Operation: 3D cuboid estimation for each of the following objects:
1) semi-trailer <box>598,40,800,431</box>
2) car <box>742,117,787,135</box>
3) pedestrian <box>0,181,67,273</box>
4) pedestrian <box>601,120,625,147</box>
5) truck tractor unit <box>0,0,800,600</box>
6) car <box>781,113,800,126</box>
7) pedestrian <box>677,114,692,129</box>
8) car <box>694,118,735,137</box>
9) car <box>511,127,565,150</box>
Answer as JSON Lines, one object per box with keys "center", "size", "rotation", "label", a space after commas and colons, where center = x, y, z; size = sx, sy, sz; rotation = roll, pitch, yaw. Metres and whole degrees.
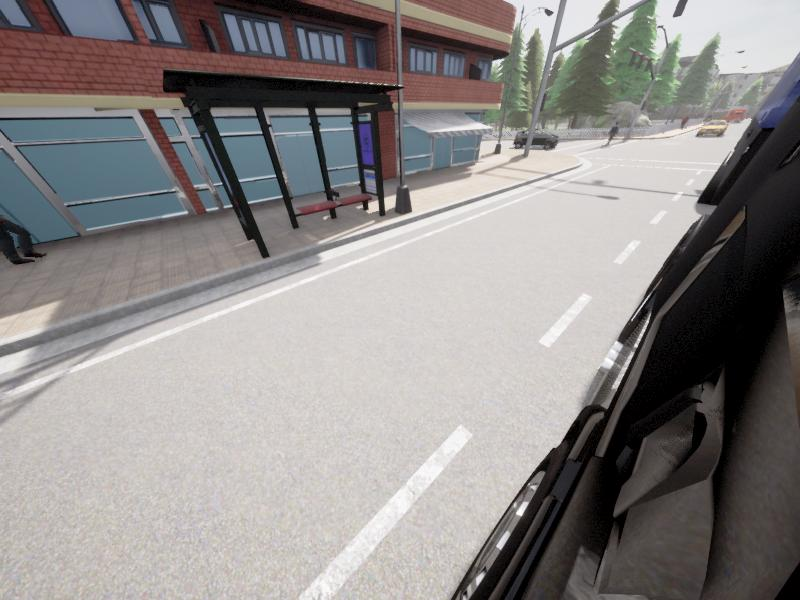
{"center": [8.692, -3.611, 4.229], "size": [14.254, 4.402, 2.717], "rotation": [-28, 44, -30], "label": "semi-trailer"}
{"center": [41.378, -19.868, 26.327], "size": [4.792, 1.488, 2.163], "rotation": [-28, 44, -30], "label": "car"}
{"center": [-7.867, -1.595, 4.423], "size": [0.751, 1.860, 0.751], "rotation": [-29, 44, -30], "label": "pedestrian"}
{"center": [18.736, -14.652, 20.354], "size": [0.751, 1.860, 0.751], "rotation": [-27, 43, -28], "label": "pedestrian"}
{"center": [2.645, -0.295, 0.351], "size": [6.516, 4.208, 3.053], "rotation": [-28, 44, -30], "label": "truck tractor unit"}
{"center": [63.280, -28.821, 36.852], "size": [5.008, 1.535, 1.882], "rotation": [-29, 44, -30], "label": "car"}
{"center": [45.355, -28.361, 36.807], "size": [0.751, 1.860, 0.751], "rotation": [-28, 44, -30], "label": "pedestrian"}
{"center": [35.621, -19.537, 26.166], "size": [5.366, 1.575, 1.801], "rotation": [-27, 43, -29], "label": "car"}
{"center": [12.509, -14.711, 21.114], "size": [3.705, 1.549, 1.789], "rotation": [25, 45, 33], "label": "car"}
